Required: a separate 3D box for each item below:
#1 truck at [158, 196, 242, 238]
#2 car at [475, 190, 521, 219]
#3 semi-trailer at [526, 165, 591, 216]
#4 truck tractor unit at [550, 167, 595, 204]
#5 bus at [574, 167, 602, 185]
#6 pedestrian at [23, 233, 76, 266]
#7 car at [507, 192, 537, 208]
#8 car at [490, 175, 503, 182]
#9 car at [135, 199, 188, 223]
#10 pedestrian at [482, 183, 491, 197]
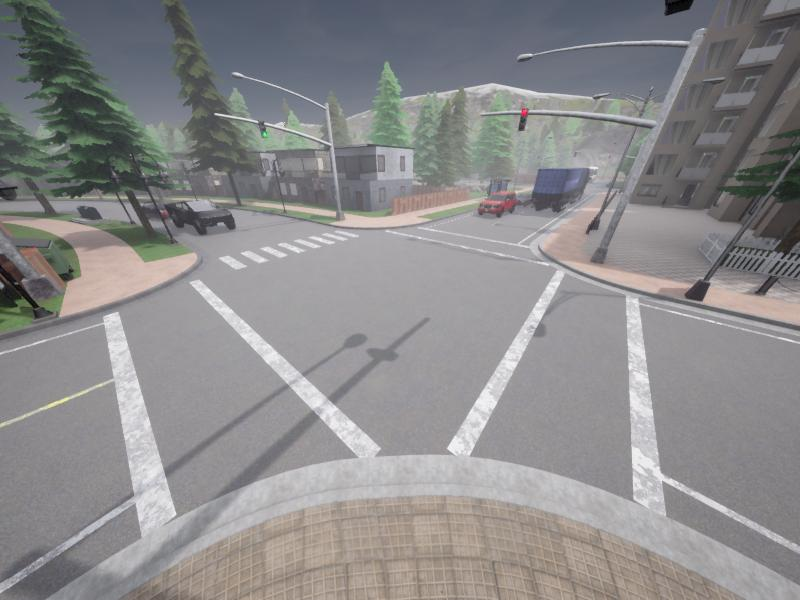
[{"bbox_3d":[-15.490,-6.599,17.860,6.274,2.098,2.390,18,34,28],"label":"truck"},{"bbox_3d":[10.071,-9.866,23.608,2.150,2.045,5.566,24,38,35],"label":"car"},{"bbox_3d":[19.136,-13.400,27.353,2.717,4.402,14.254,24,37,35],"label":"semi-trailer"},{"bbox_3d":[24.361,-16.286,32.555,3.053,4.208,6.516,24,38,35],"label":"truck tractor unit"},{"bbox_3d":[53.958,-35.694,66.140,3.944,4.253,10.273,24,38,35],"label":"bus"},{"bbox_3d":[-16.707,-2.410,11.049,0.751,1.300,0.751,9,31,15],"label":"pedestrian"},{"bbox_3d":[15.349,-12.575,28.979,1.994,1.385,4.181,24,38,35],"label":"car"},{"bbox_3d":[29.590,-37.325,71.038,1.932,1.855,4.605,23,37,34],"label":"car"},{"bbox_3d":[-21.960,-8.258,21.303,3.633,1.501,1.845,14,33,22],"label":"car"},{"bbox_3d":[13.401,-16.934,35.684,0.751,1.860,0.751,-26,39,-37],"label":"pedestrian"}]
